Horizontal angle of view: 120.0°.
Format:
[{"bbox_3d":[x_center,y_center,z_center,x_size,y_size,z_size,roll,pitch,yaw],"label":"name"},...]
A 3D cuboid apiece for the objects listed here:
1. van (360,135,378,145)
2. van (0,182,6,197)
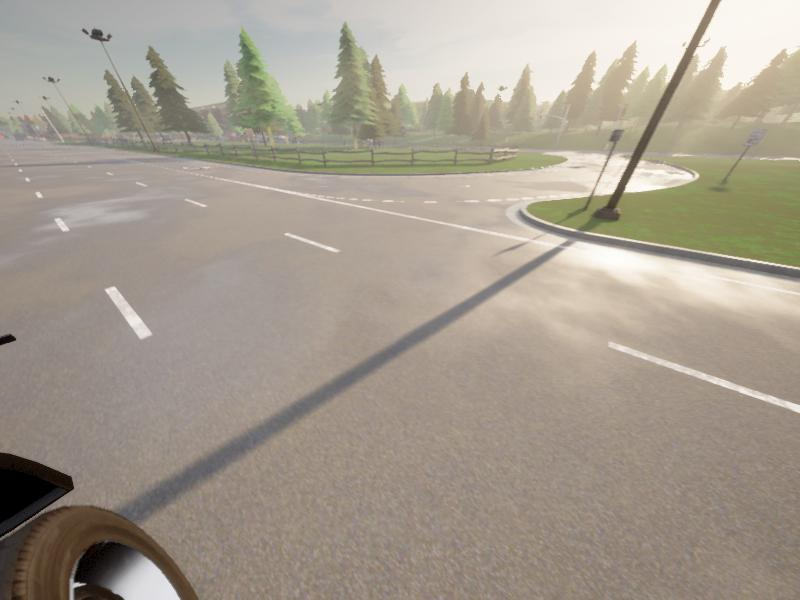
[{"bbox_3d":[-10.154,-52.442,75.738,5.915,2.561,1.988,22,41,28],"label":"van"},{"bbox_3d":[-19.623,-5.685,10.004,4.442,1.987,1.775,23,41,27],"label":"van"}]
